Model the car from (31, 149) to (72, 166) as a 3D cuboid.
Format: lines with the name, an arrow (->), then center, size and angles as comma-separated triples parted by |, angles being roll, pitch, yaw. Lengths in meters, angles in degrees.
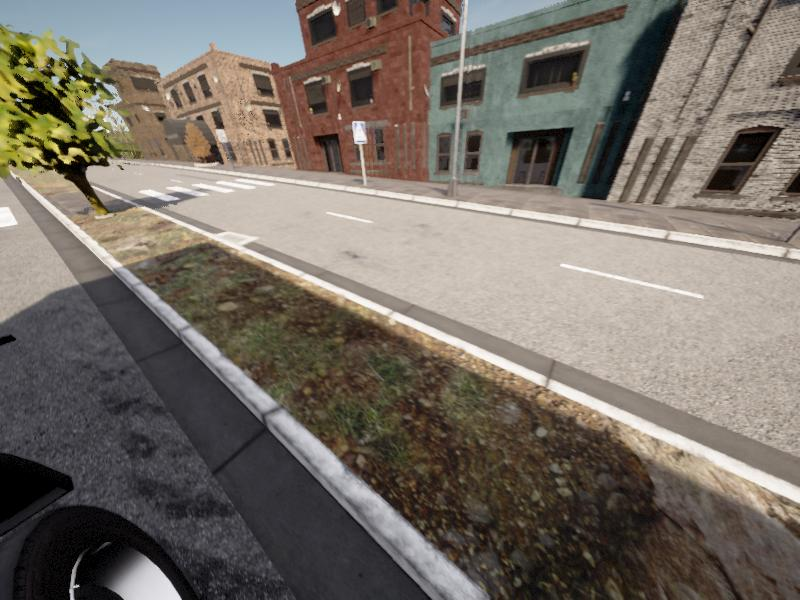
car -> -42.645, -17.463, 28.232 | 5.008, 1.535, 1.882 | 20, 39, 28
